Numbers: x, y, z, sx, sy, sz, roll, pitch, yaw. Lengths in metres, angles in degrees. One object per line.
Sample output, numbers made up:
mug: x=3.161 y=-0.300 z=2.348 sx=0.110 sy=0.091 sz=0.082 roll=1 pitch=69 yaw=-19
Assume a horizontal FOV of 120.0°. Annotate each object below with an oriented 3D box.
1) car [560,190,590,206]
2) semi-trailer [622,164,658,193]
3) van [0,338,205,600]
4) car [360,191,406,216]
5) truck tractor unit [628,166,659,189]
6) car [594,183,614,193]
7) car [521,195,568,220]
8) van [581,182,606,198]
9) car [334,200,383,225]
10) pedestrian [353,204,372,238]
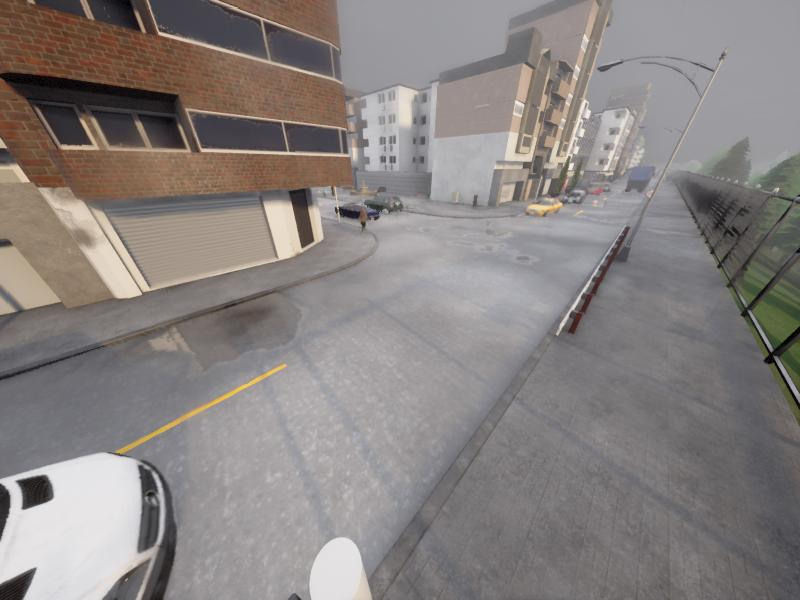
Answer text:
car: x=21.924 y=-12.816 z=28.935 sx=3.806 sy=1.475 sz=1.970 roll=-27 pitch=39 yaw=-38
semi-trailer: x=46.766 y=-23.681 z=44.807 sx=2.717 sy=4.402 sz=14.254 roll=27 pitch=39 yaw=38
van: x=-4.835 y=2.903 z=0.605 sx=5.915 sy=2.561 sz=1.988 roll=-27 pitch=39 yaw=-38
car: x=-1.792 y=-9.993 z=23.730 sx=4.553 sy=1.767 sz=2.097 roll=25 pitch=38 yaw=36
truck tractor unit: x=52.361 y=-26.386 z=49.726 sx=3.053 sy=4.208 sz=6.516 roll=26 pitch=39 yaw=38
car: x=37.364 y=-20.534 z=42.304 sx=3.806 sy=1.475 sz=1.970 roll=-27 pitch=39 yaw=-38
car: x=14.074 y=-9.110 z=22.413 sx=5.366 sy=1.575 sz=1.801 roll=-23 pitch=37 yaw=-34
van: x=30.141 y=-17.144 z=35.923 sx=4.442 sy=1.987 sz=1.775 roll=-26 pitch=39 yaw=-38
car: x=-3.774 y=-7.817 z=20.457 sx=1.895 sy=1.301 sz=4.718 roll=-25 pitch=38 yaw=-36
pedestrian: x=-2.376 y=-5.094 z=14.903 sx=0.751 sy=1.860 sz=0.751 roll=17 pitch=34 yaw=27
